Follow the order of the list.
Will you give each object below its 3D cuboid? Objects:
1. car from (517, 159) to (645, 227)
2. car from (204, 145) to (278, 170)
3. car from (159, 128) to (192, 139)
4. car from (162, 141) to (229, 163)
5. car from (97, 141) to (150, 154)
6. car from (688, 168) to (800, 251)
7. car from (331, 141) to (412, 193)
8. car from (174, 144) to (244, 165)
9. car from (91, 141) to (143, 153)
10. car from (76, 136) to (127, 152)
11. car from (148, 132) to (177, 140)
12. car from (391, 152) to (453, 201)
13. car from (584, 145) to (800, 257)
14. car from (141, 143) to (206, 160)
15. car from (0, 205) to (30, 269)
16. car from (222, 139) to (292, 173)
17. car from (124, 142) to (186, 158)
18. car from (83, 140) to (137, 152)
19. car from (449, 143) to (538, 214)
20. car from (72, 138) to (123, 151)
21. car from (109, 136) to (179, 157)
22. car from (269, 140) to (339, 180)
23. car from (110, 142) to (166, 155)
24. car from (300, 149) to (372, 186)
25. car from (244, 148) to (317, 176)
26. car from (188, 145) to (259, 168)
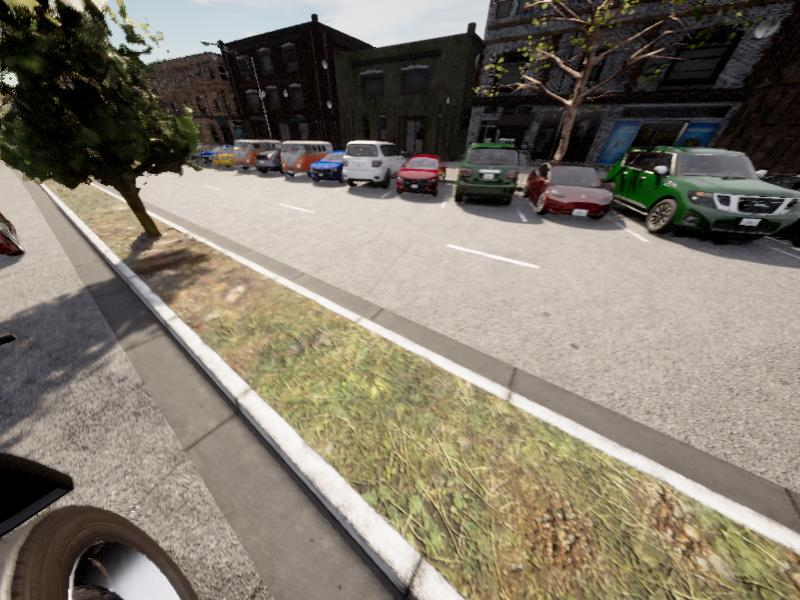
[{"bbox_3d":[6.187,-4.334,8.796,2.163,1.488,4.792,10,36,12],"label":"car"},{"bbox_3d":[-13.486,-12.530,20.156,1.946,1.575,5.366,9,35,12],"label":"car"},{"bbox_3d":[-57.197,-42.471,58.880,5.566,2.045,2.435,3,41,3],"label":"car"},{"bbox_3d":[-21.013,-15.500,24.066,2.185,1.767,4.553,8,35,11],"label":"car"},{"bbox_3d":[-41.356,-22.992,34.749,2.002,1.452,4.674,7,35,8],"label":"car"},{"bbox_3d":[11.109,-2.320,5.993,2.163,1.488,4.792,10,35,12],"label":"car"},{"bbox_3d":[-1.183,-7.617,12.888,2.435,2.045,5.566,9,35,12],"label":"car"},{"bbox_3d":[-18.507,-14.413,22.773,2.231,1.521,4.892,9,35,11],"label":"car"},{"bbox_3d":[-43.950,-23.902,36.011,2.002,1.452,4.674,6,35,8],"label":"car"},{"bbox_3d":[-49.162,-25.854,38.259,1.878,1.987,4.442,6,35,8],"label":"car"},{"bbox_3d":[-58.466,-40.440,56.996,4.674,1.452,2.002,3,41,3],"label":"car"},{"bbox_3d":[1.273,-6.389,11.608,2.097,1.535,5.008,10,35,12],"label":"car"},{"bbox_3d":[8.654,-3.558,7.236,2.435,2.045,5.566,10,35,12],"label":"car"},{"bbox_3d":[-26.038,-17.363,26.870,2.097,1.535,5.008,8,35,10],"label":"car"},{"bbox_3d":[-10.248,-1.599,4.883,4.181,1.385,1.994,22,41,28],"label":"car"},{"bbox_3d":[-11.075,-11.543,18.390,1.878,1.987,4.442,9,35,11],"label":"car"},{"bbox_3d":[-31.097,-19.289,29.544,2.097,1.535,5.008,8,35,10],"label":"car"},{"bbox_3d":[-46.538,-24.842,37.248,2.231,1.521,4.892,7,35,8],"label":"car"},{"bbox_3d":[3.736,-5.604,10.086,2.435,2.045,5.566,9,35,12],"label":"car"},{"bbox_3d":[-51.753,-26.740,39.663,2.185,1.767,4.553,6,35,7],"label":"car"},{"bbox_3d":[-33.649,-20.425,30.689,2.435,2.045,5.566,8,35,9],"label":"car"},{"bbox_3d":[-6.136,-9.530,15.589,1.878,1.987,4.442,9,35,12],"label":"car"},{"bbox_3d":[-36.217,-21.139,32.180,2.002,1.452,4.674,7,35,9],"label":"car"},{"bbox_3d":[-3.648,-8.403,14.411,2.097,1.535,5.008,10,35,12],"label":"car"},{"bbox_3d":[-8.577,-10.408,17.254,2.163,1.488,4.792,9,35,12],"label":"car"},{"bbox_3d":[-16.002,-13.429,21.404,2.097,1.535,5.008,9,35,11],"label":"car"}]
